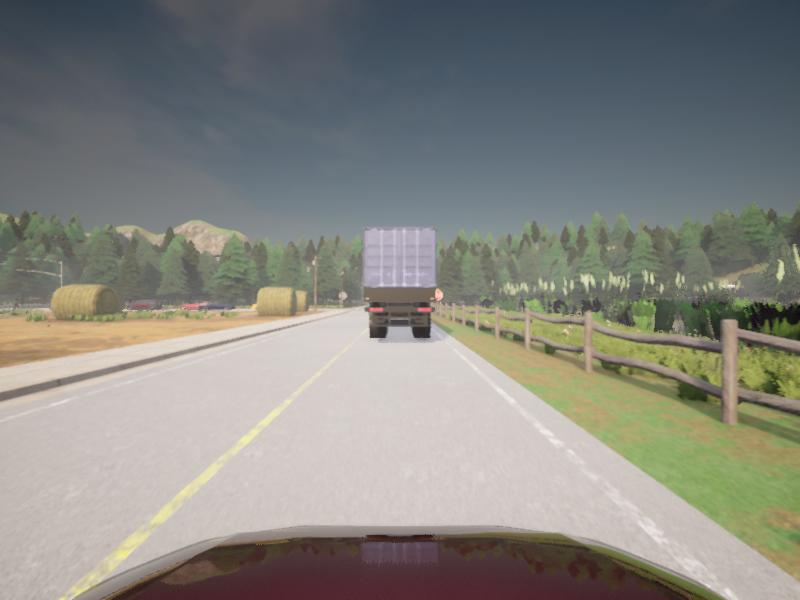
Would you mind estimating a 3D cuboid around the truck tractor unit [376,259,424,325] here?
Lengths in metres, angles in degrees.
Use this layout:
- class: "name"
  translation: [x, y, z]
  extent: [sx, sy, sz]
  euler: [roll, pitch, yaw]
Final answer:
- class: "truck tractor unit"
  translation: [-0.010, -0.507, 28.650]
  extent: [3.053, 4.208, 6.516]
  euler: [0, 0, 0]

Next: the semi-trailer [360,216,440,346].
- class: "semi-trailer"
  translation: [-0.004, -0.627, 20.730]
  extent: [2.717, 4.402, 14.254]
  euler: [0, 0, 0]

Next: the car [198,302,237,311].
- class: "car"
  translation: [-25.934, 0.959, 57.066]
  extent: [4.718, 1.301, 1.895]
  euler: [0, 0, -3]

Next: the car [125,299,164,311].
- class: "car"
  translation: [-38.258, 0.709, 59.967]
  extent: [4.553, 1.767, 2.097]
  euler: [0, 0, -3]

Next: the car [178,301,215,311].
- class: "car"
  translation: [-30.660, 0.842, 60.339]
  extent: [4.514, 1.525, 2.007]
  euler: [0, 0, -3]

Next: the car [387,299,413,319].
- class: "car"
  translation: [-0.013, 0.768, 36.377]
  extent: [2.152, 1.651, 5.027]
  euler: [0, 0, 0]

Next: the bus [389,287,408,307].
- class: "bus"
  translation: [-0.368, -0.564, 88.835]
  extent: [3.944, 4.253, 10.273]
  euler: [0, -1, -1]
